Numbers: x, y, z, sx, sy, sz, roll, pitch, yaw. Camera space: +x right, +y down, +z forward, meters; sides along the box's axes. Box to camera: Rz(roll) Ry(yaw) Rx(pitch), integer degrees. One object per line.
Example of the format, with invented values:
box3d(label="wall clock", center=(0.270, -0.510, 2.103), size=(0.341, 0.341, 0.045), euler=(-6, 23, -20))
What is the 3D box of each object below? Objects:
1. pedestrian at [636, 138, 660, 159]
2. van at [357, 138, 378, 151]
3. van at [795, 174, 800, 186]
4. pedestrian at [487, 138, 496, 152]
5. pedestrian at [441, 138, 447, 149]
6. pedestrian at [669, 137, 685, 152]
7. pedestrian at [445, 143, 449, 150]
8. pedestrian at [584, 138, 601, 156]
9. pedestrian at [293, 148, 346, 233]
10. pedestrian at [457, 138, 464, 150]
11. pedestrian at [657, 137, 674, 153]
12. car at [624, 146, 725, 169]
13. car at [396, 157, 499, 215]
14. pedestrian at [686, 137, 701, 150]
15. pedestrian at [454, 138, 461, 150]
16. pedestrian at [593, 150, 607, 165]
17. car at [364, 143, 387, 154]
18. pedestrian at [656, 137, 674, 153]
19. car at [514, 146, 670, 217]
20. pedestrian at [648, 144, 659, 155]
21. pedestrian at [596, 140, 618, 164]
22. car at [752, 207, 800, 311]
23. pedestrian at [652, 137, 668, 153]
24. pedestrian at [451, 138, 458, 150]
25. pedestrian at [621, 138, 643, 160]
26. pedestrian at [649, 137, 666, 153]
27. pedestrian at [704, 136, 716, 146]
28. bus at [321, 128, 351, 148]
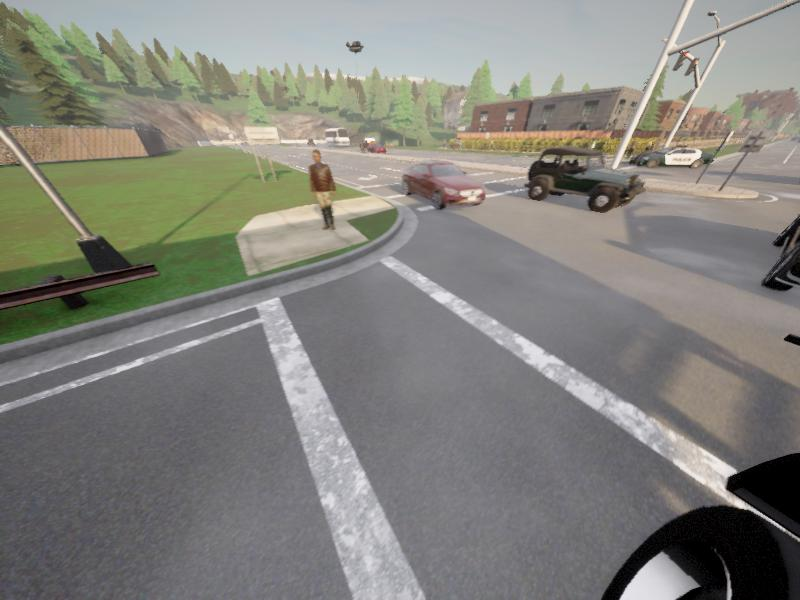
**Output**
box3d(label="pedestrian", center=(26.842, -16.436, 25.032), size=(0.751, 1.860, 0.751), euler=(-9, 36, -12))
box3d(label="van", center=(-6.637, -31.648, 47.031), size=(2.069, 2.038, 4.480), euler=(-22, 41, -28))
box3d(label="van", center=(23.471, -7.245, 12.238), size=(4.442, 1.987, 1.775), euler=(-22, 41, -28))
box3d(label="pedestrian", center=(15.327, -25.982, 38.659), size=(0.751, 1.860, 0.751), euler=(-22, 41, -28))
box3d(label="pedestrian", center=(8.844, -31.315, 46.272), size=(0.751, 1.860, 0.751), euler=(-11, 37, -15))
box3d(label="pedestrian", center=(42.195, -23.729, 35.228), size=(0.751, 1.860, 0.751), euler=(-22, 41, -28))
box3d(label="pedestrian", center=(9.271, -30.497, 45.769), size=(0.500, 1.100, 0.500), euler=(-15, 38, -20))
box3d(label="pedestrian", center=(23.837, -18.954, 28.626), size=(0.751, 1.860, 0.751), euler=(-21, 40, -27))
box3d(label="pedestrian", center=(-1.963, -2.749, 5.897), size=(0.751, 1.860, 0.751), euler=(-1, 35, 0))
box3d(label="pedestrian", center=(11.388, -29.206, 43.261), size=(0.751, 1.860, 0.751), euler=(-16, 38, -20))
box3d(label="pedestrian", center=(37.304, -21.757, 32.478), size=(0.751, 1.860, 0.751), euler=(-22, 40, -27))
box3d(label="car", center=(22.551, -11.959, 19.320), size=(4.974, 1.542, 2.038), euler=(7, 36, 10))
box3d(label="car", center=(1.582, -4.989, 9.707), size=(1.812, 1.442, 4.674), euler=(-14, 38, -19))
box3d(label="pedestrian", center=(51.388, -27.449, 40.417), size=(0.751, 1.860, 0.751), euler=(-22, 41, -28))
box3d(label="pedestrian", center=(10.905, -29.679, 43.937), size=(0.751, 1.860, 0.751), euler=(-25, 42, -31))
box3d(label="pedestrian", center=(18.703, -13.321, 21.615), size=(0.500, 1.100, 0.500), euler=(-22, 41, -28))
box3d(label="car", center=(-4.109, -25.650, 39.094), size=(1.994, 1.385, 4.181), euler=(-22, 40, -27))
box3d(label="pedestrian", center=(37.957, -22.217, 33.124), size=(0.751, 1.860, 0.751), euler=(6, 36, 9))
box3d(label="car", center=(7.028, -4.808, 9.013), size=(1.905, 1.878, 3.866), euler=(-22, 41, -27))
box3d(label="pedestrian", center=(33.581, -19.939, 30.594), size=(0.500, 1.100, 0.500), euler=(-21, 40, -27))
box3d(label="pedestrian", center=(19.635, -14.005, 21.917), size=(0.751, 1.860, 0.751), euler=(-23, 41, -29))
box3d(label="car", center=(8.683, -1.058, 3.920), size=(5.027, 1.651, 2.152), euler=(-22, 41, -28))
box3d(label="pedestrian", center=(37.193, -22.160, 33.050), size=(0.751, 1.860, 0.751), euler=(-23, 41, -29))
box3d(label="pedestrian", center=(10.416, -29.778, 44.081), size=(0.751, 1.860, 0.751), euler=(-21, 40, -26))
box3d(label="pedestrian", center=(23.271, -15.164, 23.209), size=(0.751, 1.860, 0.751), euler=(-22, 41, -28))
box3d(label="pedestrian", center=(37.572, -22.614, 33.689), size=(0.751, 1.860, 0.751), euler=(-22, 40, -27))
box3d(label="pedestrian", center=(69.486, -35.585, 51.782), size=(0.751, 1.860, 0.751), euler=(-22, 41, -28))
box3d(label="bus", center=(-17.918, -45.398, 64.696), size=(3.944, 4.253, 10.273), euler=(-22, 40, -27))
